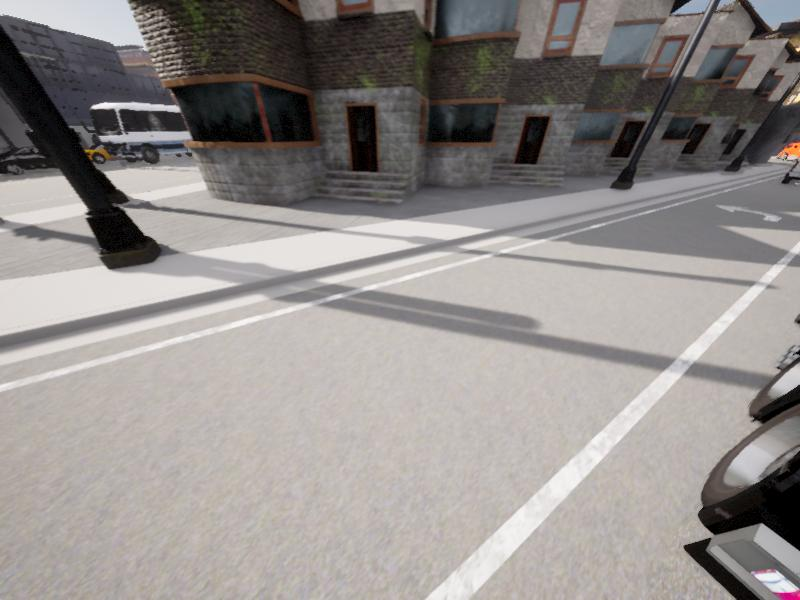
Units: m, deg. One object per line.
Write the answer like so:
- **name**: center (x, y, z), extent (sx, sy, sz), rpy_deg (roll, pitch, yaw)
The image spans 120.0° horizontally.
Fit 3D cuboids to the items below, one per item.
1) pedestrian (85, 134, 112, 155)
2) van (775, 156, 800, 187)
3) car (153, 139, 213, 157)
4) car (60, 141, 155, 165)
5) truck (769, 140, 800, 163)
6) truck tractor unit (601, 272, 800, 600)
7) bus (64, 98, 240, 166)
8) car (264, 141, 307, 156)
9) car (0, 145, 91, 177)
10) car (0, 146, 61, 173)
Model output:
- **pedestrian**: center (-32.501, -16.752, 24.916), extent (0.751, 1.860, 0.751), rpy_deg (3, 35, 4)
- **van**: center (27.559, -8.825, 14.725), extent (5.915, 2.561, 1.988), rpy_deg (-16, 38, -22)
- **car**: center (-24.672, -17.492, 26.539), extent (1.812, 1.442, 4.674), rpy_deg (10, 38, 13)
- **car**: center (-26.537, -13.661, 21.283), extent (1.882, 1.535, 5.008), rpy_deg (10, 38, 13)
- **truck**: center (54.693, -19.809, 30.817), extent (2.627, 2.467, 5.204), rpy_deg (10, 36, 13)
- **truck tractor unit**: center (5.128, -0.282, 0.766), extent (6.516, 4.208, 3.053), rpy_deg (-18, 39, -24)
- **bus**: center (-22.122, -16.092, 22.279), extent (3.944, 4.253, 10.273), rpy_deg (10, 38, 13)
- **car**: center (-13.424, -18.059, 27.418), extent (1.895, 1.301, 4.718), rpy_deg (10, 37, 13)
- **car**: center (-24.917, -9.499, 15.651), extent (1.816, 1.474, 4.193), rpy_deg (10, 37, 13)
- **car**: center (-28.288, -9.984, 16.402), extent (1.994, 1.385, 4.181), rpy_deg (10, 37, 14)
